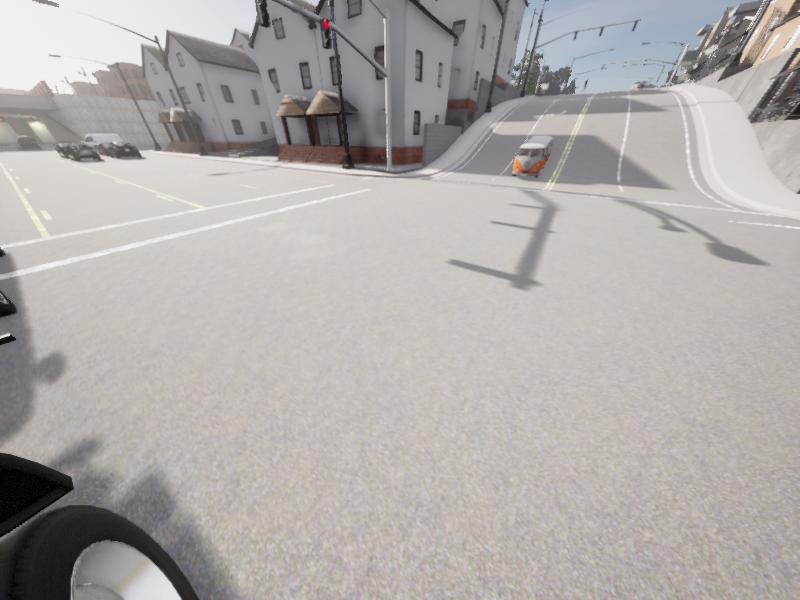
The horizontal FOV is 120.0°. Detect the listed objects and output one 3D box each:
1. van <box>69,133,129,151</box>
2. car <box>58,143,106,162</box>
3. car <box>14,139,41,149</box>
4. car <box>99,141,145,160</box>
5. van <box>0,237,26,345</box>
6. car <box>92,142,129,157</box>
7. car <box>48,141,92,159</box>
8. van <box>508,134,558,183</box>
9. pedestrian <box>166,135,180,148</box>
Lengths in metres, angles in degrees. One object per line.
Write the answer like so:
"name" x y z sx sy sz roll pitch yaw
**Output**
"van" -53.292 -28.076 41.091 1.988 2.561 5.915 30 44 33
"car" -33.985 -15.787 24.676 4.514 1.525 2.007 22 40 27
"car" -75.252 -31.616 46.700 4.974 1.542 2.038 21 40 26
"car" -33.322 -18.022 27.727 4.611 1.667 2.242 22 40 27
"van" -8.152 -1.053 3.129 5.915 2.561 1.988 22 40 27
"car" -38.835 -20.202 30.968 4.674 1.442 1.812 21 40 26
"car" -39.838 -18.163 27.893 5.238 1.638 1.930 21 40 26
"van" 9.349 -10.021 16.190 1.775 1.987 4.442 21 49 27
"pedestrian" -39.575 -27.579 40.283 0.751 1.860 0.751 10 36 13
